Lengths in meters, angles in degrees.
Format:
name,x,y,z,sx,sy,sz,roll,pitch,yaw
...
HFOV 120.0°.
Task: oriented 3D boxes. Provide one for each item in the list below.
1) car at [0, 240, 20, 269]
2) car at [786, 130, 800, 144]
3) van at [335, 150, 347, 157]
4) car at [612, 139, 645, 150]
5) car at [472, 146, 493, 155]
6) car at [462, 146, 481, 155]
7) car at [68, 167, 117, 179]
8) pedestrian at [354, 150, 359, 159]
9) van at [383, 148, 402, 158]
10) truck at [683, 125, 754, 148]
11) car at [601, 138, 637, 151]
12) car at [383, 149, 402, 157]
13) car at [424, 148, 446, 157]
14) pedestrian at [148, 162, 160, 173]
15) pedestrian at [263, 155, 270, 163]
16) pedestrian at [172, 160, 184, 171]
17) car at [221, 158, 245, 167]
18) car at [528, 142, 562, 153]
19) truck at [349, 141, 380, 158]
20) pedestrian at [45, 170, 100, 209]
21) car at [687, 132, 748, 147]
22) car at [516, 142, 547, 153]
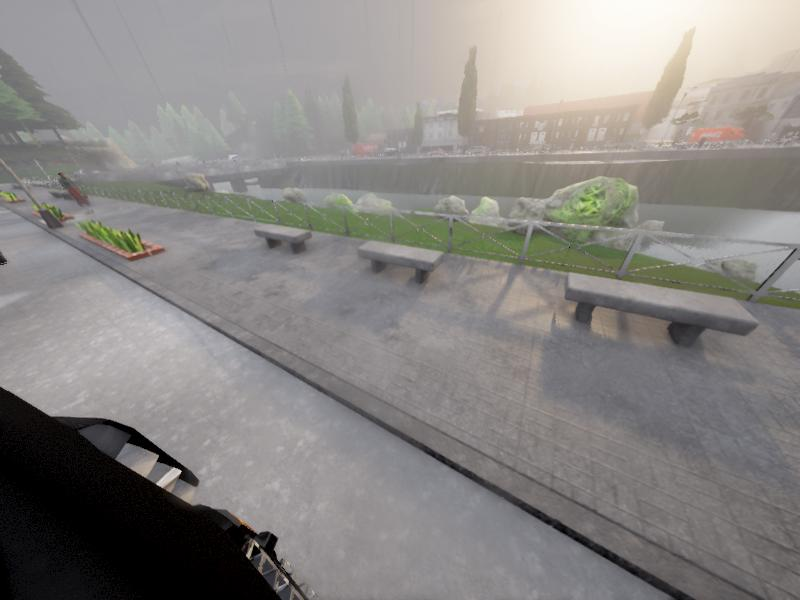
name,x,y,z,sx,sy,sz,roll,pitch,yaw
car,-12.426,-1.592,6.025,3.633,1.501,1.845,16,38,26
car,59.703,-23.140,32.507,4.856,1.649,2.033,17,38,27
van,-24.166,-60.168,94.961,2.069,2.038,4.480,16,38,26
car,41.308,-28.228,41.843,3.806,1.475,1.970,17,39,28
car,17.871,-32.492,50.216,3.806,1.475,1.970,17,38,27
car,16.876,-35.210,54.400,3.806,1.475,1.970,16,38,26
car,-56.457,-23.404,42.510,2.038,1.542,4.974,16,38,26
pedestrian,-11.844,-39.457,62.604,0.751,1.860,0.751,-23,38,-27
van,-1.918,-38.194,59.952,4.480,2.038,2.069,16,38,26
truck,47.541,-24.483,34.788,5.204,2.467,2.627,16,38,27
car,37.875,-26.943,40.069,3.988,1.617,1.851,17,38,28
car,-1.998,-40.609,63.954,4.856,1.649,2.033,16,38,26
car,8.881,-37.422,58.516,5.027,1.651,2.152,16,38,26
pedestrian,-49.694,-26.842,46.686,0.751,1.860,0.751,21,40,31
pedestrian,-36.330,-38.273,62.840,0.751,1.860,0.751,12,36,21
pedestrian,-47.022,-28.481,48.941,0.751,1.860,0.751,10,36,19
car,-46.102,-38.153,63.992,2.242,1.667,4.611,16,38,26
car,28.098,-29.695,44.999,5.238,1.638,1.930,17,38,27
truck,-10.258,-43.834,67.512,8.468,3.827,2.891,16,38,26
pedestrian,-17.909,-6.050,12.675,0.751,1.860,0.751,9,35,18
car,50.645,-25.692,37.094,5.238,1.638,1.930,17,38,27
car,27.720,-32.225,48.849,5.238,1.638,1.930,16,38,26
